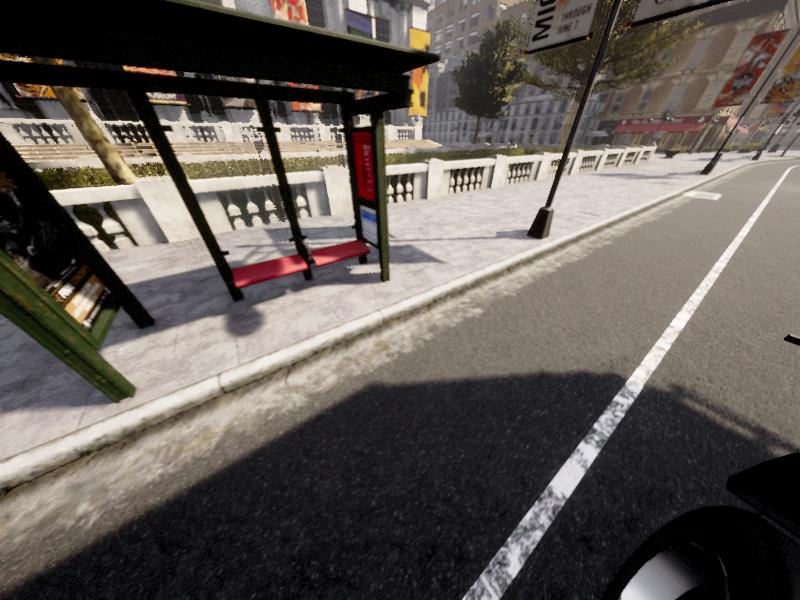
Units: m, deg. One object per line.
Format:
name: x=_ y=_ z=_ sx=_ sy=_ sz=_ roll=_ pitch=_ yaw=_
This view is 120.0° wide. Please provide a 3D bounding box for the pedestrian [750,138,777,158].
pedestrian: x=41.500 y=-17.389 z=26.379 sx=0.751 sy=1.860 sz=0.751 roll=-15 pitch=38 yaw=-20
